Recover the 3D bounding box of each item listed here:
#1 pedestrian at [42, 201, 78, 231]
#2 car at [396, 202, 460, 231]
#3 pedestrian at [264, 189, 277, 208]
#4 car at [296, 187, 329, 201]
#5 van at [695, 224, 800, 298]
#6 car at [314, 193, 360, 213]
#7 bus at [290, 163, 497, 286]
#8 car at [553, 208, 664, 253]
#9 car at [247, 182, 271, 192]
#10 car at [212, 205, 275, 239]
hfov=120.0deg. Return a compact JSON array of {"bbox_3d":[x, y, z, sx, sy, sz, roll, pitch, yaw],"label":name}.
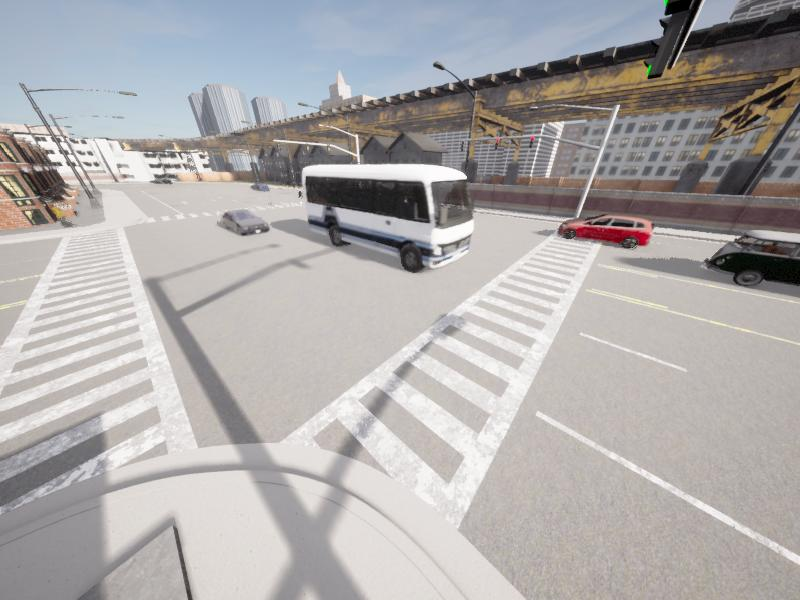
[{"bbox_3d":[-24.377,-6.067,16.605,0.751,1.860,0.751,24,37,35],"label":"pedestrian"},{"bbox_3d":[2.118,-6.850,18.671,4.892,1.490,1.837,24,38,35],"label":"car"},{"bbox_3d":[-15.113,-11.848,26.916,0.751,1.860,0.751,-22,37,-33],"label":"pedestrian"},{"bbox_3d":[-13.035,-15.830,34.328,5.357,1.411,2.033,24,38,35],"label":"car"},{"bbox_3d":[15.097,-1.333,8.626,4.442,1.987,1.775,24,38,35],"label":"van"},{"bbox_3d":[-7.086,-10.870,25.737,5.357,1.411,2.033,24,38,35],"label":"car"},{"bbox_3d":[-1.056,-4.858,12.464,10.273,4.253,3.944,24,38,35],"label":"bus"},{"bbox_3d":[12.787,-4.549,14.512,4.611,1.667,2.242,24,38,35],"label":"car"},{"bbox_3d":[-27.784,-22.342,45.605,5.357,1.411,2.033,24,38,35],"label":"car"},{"bbox_3d":[-11.664,-5.884,17.101,5.357,1.411,2.033,24,38,35],"label":"car"}]
